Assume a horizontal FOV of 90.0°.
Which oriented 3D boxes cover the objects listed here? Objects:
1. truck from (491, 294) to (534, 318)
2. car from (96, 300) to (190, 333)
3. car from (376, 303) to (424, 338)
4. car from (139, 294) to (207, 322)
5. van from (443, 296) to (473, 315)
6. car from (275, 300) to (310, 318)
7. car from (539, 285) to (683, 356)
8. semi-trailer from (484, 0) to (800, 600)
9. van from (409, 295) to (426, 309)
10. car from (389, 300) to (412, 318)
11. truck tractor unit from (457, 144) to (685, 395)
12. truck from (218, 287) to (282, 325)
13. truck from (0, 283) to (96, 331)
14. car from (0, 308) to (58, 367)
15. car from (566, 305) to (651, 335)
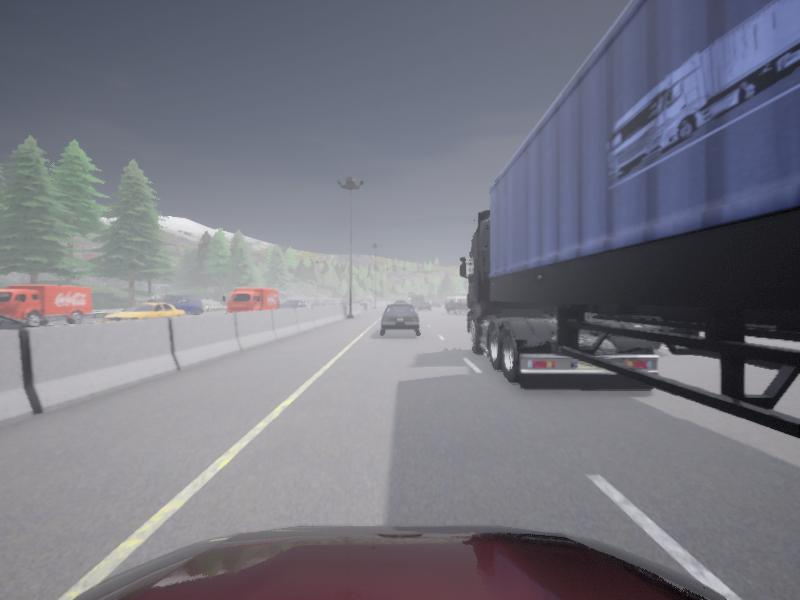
[{"bbox_3d":[10.558,0.544,38.088,2.390,2.098,6.274,0,0,0],"label":"truck"},{"bbox_3d":[-13.983,0.802,22.244,1.801,1.575,5.366,0,0,0],"label":"car"},{"bbox_3d":[0.012,0.895,19.651,2.033,1.411,5.357,0,0,0],"label":"car"},{"bbox_3d":[-17.463,0.571,31.158,2.150,2.045,5.566,0,0,0],"label":"car"},{"bbox_3d":[6.451,0.576,45.221,2.069,2.038,4.480,0,0,-10],"label":"van"},{"bbox_3d":[-10.436,0.779,39.181,2.033,1.649,4.856,0,0,0],"label":"car"},{"bbox_3d":[7.004,0.571,14.219,2.150,2.045,5.566,0,0,0],"label":"car"},{"bbox_3d":[3.202,-0.619,2.094,2.717,4.402,14.254,0,0,1],"label":"semi-trailer"},{"bbox_3d":[3.011,0.326,71.755,1.988,2.561,5.915,0,0,-8],"label":"van"},{"bbox_3d":[0.059,0.830,37.564,2.038,1.542,4.974,0,0,0],"label":"car"},{"bbox_3d":[3.334,-0.518,10.008,3.053,4.208,6.516,0,0,2],"label":"truck tractor unit"},{"bbox_3d":[-10.468,0.357,28.537,2.627,2.467,5.204,0,0,0],"label":"truck"},{"bbox_3d":[-20.981,0.357,23.272,2.627,2.467,5.204,0,0,0],"label":"truck"},{"bbox_3d":[-10.500,0.908,9.017,1.994,1.385,4.181,0,0,0],"label":"car"},{"bbox_3d":[10.513,0.944,20.642,1.895,1.301,4.718,0,0,0],"label":"car"}]
